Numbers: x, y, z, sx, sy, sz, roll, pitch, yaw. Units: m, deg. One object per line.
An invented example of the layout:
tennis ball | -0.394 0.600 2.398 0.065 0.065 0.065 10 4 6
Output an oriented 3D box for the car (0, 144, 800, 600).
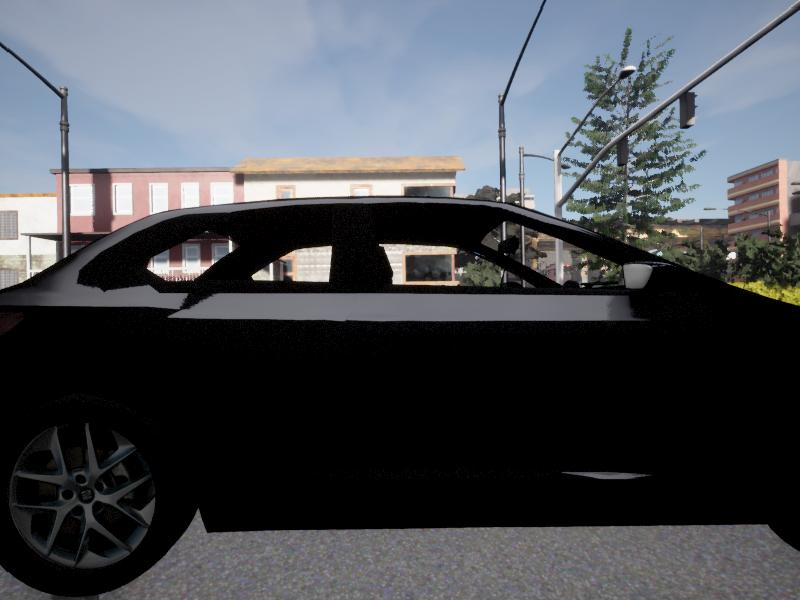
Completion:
car | 0.342 0.254 2.184 4.193 1.474 1.816 0 0 -1
